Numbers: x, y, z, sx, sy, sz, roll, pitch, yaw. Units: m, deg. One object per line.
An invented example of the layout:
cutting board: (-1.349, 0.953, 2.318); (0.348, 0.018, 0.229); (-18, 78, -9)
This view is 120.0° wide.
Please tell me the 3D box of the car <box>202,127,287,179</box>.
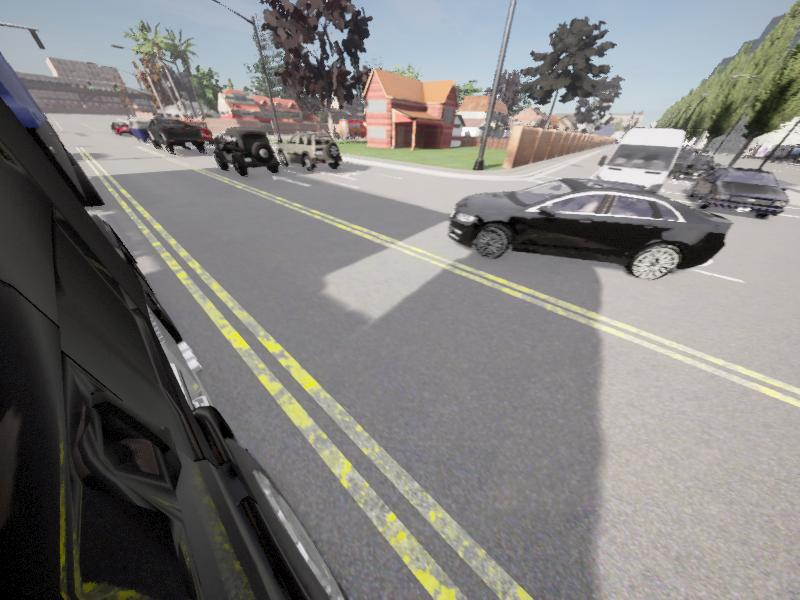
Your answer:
car: (-7.979, -7.649, 11.899); (3.866, 1.878, 1.905); (27, 43, 30)

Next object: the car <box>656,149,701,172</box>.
car: (27.419, -13.926, 22.926); (2.007, 1.525, 4.514); (28, 43, 30)

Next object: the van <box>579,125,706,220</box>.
van: (9.727, -5.457, 9.519); (1.988, 2.561, 5.915); (30, 45, 31)

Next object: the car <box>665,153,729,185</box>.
car: (21.171, -9.598, 16.715); (1.837, 1.490, 4.892); (28, 43, 30)

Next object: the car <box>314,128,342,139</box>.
car: (-14.745, -34.115, 47.430); (2.152, 1.651, 5.027); (27, 43, 29)

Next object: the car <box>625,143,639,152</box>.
car: (54.997, -36.257, 54.792); (1.882, 1.535, 5.008); (28, 43, 30)

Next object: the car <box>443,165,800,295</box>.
car: (3.600, -1.743, 4.983); (4.902, 1.511, 2.128); (10, 38, 10)

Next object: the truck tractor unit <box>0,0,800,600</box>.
truck tractor unit: (-2.645, -0.295, 0.351); (6.516, 4.208, 3.053); (28, 44, 30)

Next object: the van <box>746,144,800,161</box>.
van: (74.386, -29.055, 45.439); (6.366, 2.431, 2.351); (24, 42, 30)

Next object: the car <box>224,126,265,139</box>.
car: (-24.881, -26.850, 37.093); (1.837, 1.490, 4.892); (25, 41, 28)

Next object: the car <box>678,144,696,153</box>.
car: (76.250, -40.267, 61.384); (2.033, 1.649, 4.856); (28, 43, 30)

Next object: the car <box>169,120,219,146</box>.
car: (-22.073, -17.901, 24.725); (5.566, 2.045, 2.150); (28, 44, 30)

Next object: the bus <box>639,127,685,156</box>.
bus: (51.605, -31.581, 45.992); (3.944, 4.253, 10.273); (28, 43, 30)

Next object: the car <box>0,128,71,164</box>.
car: (-20.930, -8.864, 13.163); (4.181, 1.385, 1.994); (28, 44, 30)

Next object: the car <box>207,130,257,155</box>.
car: (-14.445, -13.618, 19.901); (3.806, 1.475, 1.970); (28, 43, 30)

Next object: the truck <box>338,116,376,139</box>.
truck: (-9.403, -38.803, 52.246); (2.891, 3.827, 8.468); (27, 43, 29)

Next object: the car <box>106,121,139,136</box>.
car: (-37.950, -23.426, 31.580); (4.514, 1.525, 2.007); (28, 43, 30)

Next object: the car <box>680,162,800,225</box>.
car: (14.220, -4.768, 9.838); (2.033, 1.411, 5.357); (28, 43, 30)

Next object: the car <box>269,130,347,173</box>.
car: (-5.537, -9.002, 13.884); (4.605, 1.855, 1.932); (27, 43, 32)

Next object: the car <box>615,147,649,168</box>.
car: (23.331, -14.382, 23.265); (1.789, 1.549, 3.705); (28, 43, 30)

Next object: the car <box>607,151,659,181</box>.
car: (16.548, -9.670, 16.534); (1.970, 1.475, 3.806); (28, 43, 30)

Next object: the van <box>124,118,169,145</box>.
van: (-25.895, -17.189, 23.569); (4.442, 1.987, 1.775); (28, 43, 30)

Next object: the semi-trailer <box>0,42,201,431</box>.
semi-trailer: (-8.694, -3.592, 4.254); (14.254, 4.402, 2.717); (28, 43, 30)

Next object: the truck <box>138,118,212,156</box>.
truck: (-17.786, -12.916, 18.218); (6.274, 2.098, 2.390); (28, 43, 30)
